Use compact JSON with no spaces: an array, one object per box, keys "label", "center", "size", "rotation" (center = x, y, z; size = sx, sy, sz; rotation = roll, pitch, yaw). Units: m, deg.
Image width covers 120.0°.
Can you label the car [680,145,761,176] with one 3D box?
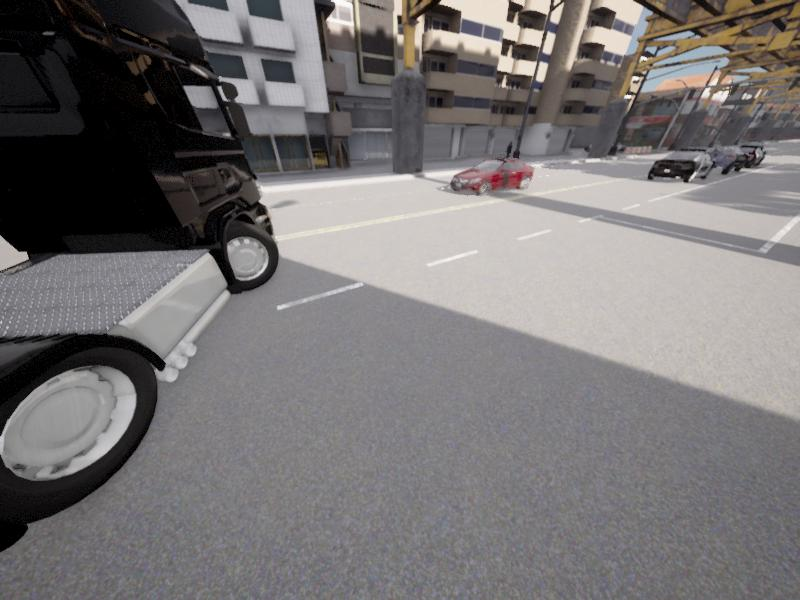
[{"label":"car","center":[23.727,-10.428,17.134],"size":[5.027,1.651,2.152],"rotation":[-19,39,-24]}]

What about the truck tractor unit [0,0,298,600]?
[{"label":"truck tractor unit","center":[-3.644,-0.849,1.554],"size":[3.053,4.208,6.516],"rotation":[-3,35,-5]}]

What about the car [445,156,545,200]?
[{"label":"car","center":[4.731,-6.232,11.541],"size":[4.674,1.442,1.812],"rotation":[-19,39,-24]}]

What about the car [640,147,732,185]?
[{"label":"car","center":[17.643,-8.381,14.274],"size":[5.238,1.638,1.930],"rotation":[-19,39,-24]}]
